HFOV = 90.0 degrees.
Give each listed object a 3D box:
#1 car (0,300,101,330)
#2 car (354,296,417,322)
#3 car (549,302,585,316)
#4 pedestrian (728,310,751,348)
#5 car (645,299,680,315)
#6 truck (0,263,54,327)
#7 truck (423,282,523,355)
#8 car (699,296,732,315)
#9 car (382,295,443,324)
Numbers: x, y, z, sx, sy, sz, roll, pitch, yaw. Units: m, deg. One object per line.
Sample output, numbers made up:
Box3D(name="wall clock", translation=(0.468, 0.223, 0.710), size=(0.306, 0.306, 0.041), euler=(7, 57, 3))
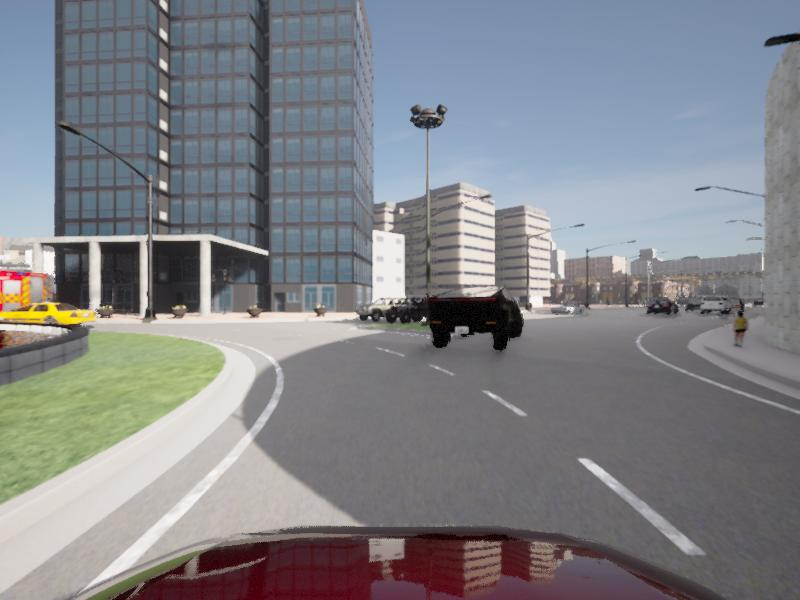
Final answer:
Box3D(name="car", translation=(-19.932, 0.813, 22.152), size=(5.366, 1.575, 1.801), euler=(0, 0, 0))
Box3D(name="car", translation=(-1.056, 0.654, 30.787), size=(4.605, 1.855, 1.932), euler=(0, 0, -37))
Box3D(name="car", translation=(18.029, 0.934, 43.084), size=(4.718, 1.301, 1.895), euler=(0, 0, -44))
Box3D(name="pedestrian", translation=(10.361, 0.860, 12.218), size=(0.500, 1.100, 0.500), euler=(0, 0, 34))
Box3D(name="car", translation=(28.464, 0.741, 43.327), size=(4.611, 1.667, 2.242), euler=(0, 0, -44))
Box3D(name="truck", translation=(-27.012, -0.305, 24.504), size=(8.468, 3.827, 2.891), euler=(0, 0, -13))
Box3D(name="truck", translation=(3.010, 0.541, 14.790), size=(2.390, 2.098, 6.274), euler=(-1, 0, 22))
Box3D(name="car", translation=(36.221, 0.550, 45.878), size=(5.566, 2.045, 2.150), euler=(0, 0, -43))
Box3D(name="car", translation=(0.900, 0.646, 27.919), size=(3.866, 1.878, 1.905), euler=(0, 0, -37))
